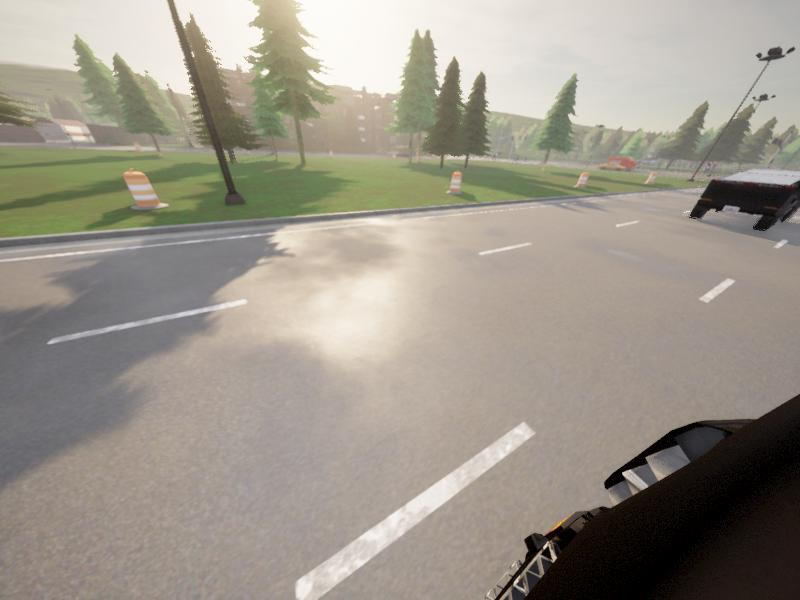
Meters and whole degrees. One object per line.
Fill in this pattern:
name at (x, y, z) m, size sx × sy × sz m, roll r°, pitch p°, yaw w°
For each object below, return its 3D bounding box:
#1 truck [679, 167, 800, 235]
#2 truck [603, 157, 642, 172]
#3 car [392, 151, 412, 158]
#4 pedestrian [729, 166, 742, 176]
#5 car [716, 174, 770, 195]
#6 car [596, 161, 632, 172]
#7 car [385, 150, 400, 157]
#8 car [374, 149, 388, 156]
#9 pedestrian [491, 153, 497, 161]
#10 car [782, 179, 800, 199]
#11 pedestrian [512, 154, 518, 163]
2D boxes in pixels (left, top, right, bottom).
truck at (16.166, -4.705, 10.491) m, size 6.274 × 2.098 × 2.390 m, roll -15°, pitch 37°, yaw -25°
truck at (49.846, -30.531, 51.923) m, size 2.627 × 2.467 × 5.204 m, roll -15°, pitch 37°, yaw -25°
car at (0.498, -36.652, 58.305) m, size 4.718 × 1.301 × 1.895 m, roll -15°, pitch 37°, yaw -25°
pedestrian at (75.576, -29.088, 52.029) m, size 0.751 × 1.860 × 0.751 m, roll -13°, pitch 37°, yaw -23°
car at (32.489, -10.996, 21.880) m, size 4.193 × 1.474 × 1.816 m, roll -15°, pitch 37°, yaw -25°
car at (46.751, -29.336, 50.713) m, size 1.801 × 1.575 × 5.366 m, roll -15°, pitch 37°, yaw -25°
car at (-1.962, -38.308, 60.377) m, size 3.633 × 1.501 × 1.845 m, roll -15°, pitch 37°, yaw -25°
car at (-5.310, -41.819, 65.423) m, size 3.633 × 1.501 × 1.845 m, roll -15°, pitch 37°, yaw -25°
pedestrian at (26.031, -39.511, 63.846) m, size 0.751 × 1.860 × 0.751 m, roll -10°, pitch 36°, yaw -19°
car at (36.724, -9.908, 20.601) m, size 4.674 × 1.442 × 1.812 m, roll -15°, pitch 37°, yaw -25°
pedestrian at (29.454, -36.213, 59.130) m, size 0.751 × 1.860 × 0.751 m, roll -12°, pitch 36°, yaw -22°
